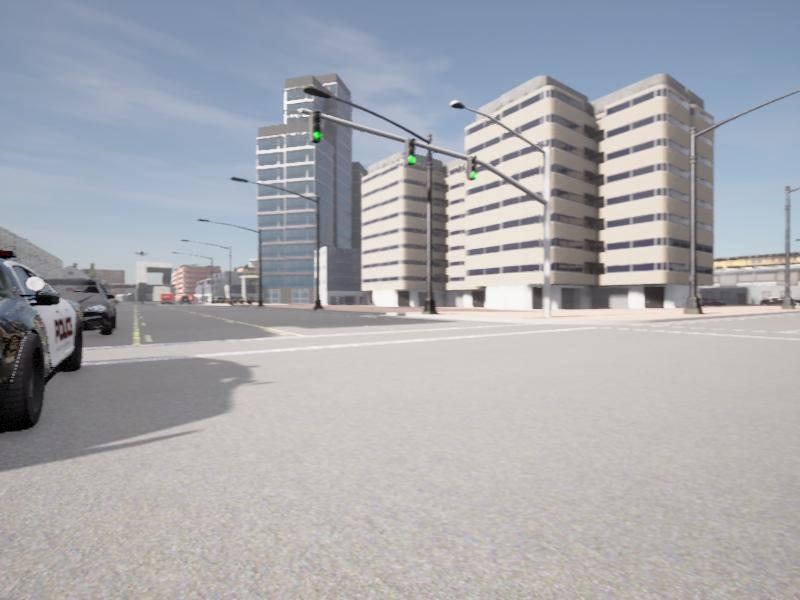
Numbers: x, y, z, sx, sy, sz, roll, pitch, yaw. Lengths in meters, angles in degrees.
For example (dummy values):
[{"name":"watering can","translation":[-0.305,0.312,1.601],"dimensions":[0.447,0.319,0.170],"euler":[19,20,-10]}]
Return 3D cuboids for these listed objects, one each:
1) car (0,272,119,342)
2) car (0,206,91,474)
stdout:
[{"name":"car","translation":[-9.858,0.160,11.955],"dimensions":[2.242,1.667,4.611],"euler":[0,0,-34]},{"name":"car","translation":[-4.473,0.229,3.839],"dimensions":[2.038,1.542,4.974],"euler":[0,0,-34]}]
